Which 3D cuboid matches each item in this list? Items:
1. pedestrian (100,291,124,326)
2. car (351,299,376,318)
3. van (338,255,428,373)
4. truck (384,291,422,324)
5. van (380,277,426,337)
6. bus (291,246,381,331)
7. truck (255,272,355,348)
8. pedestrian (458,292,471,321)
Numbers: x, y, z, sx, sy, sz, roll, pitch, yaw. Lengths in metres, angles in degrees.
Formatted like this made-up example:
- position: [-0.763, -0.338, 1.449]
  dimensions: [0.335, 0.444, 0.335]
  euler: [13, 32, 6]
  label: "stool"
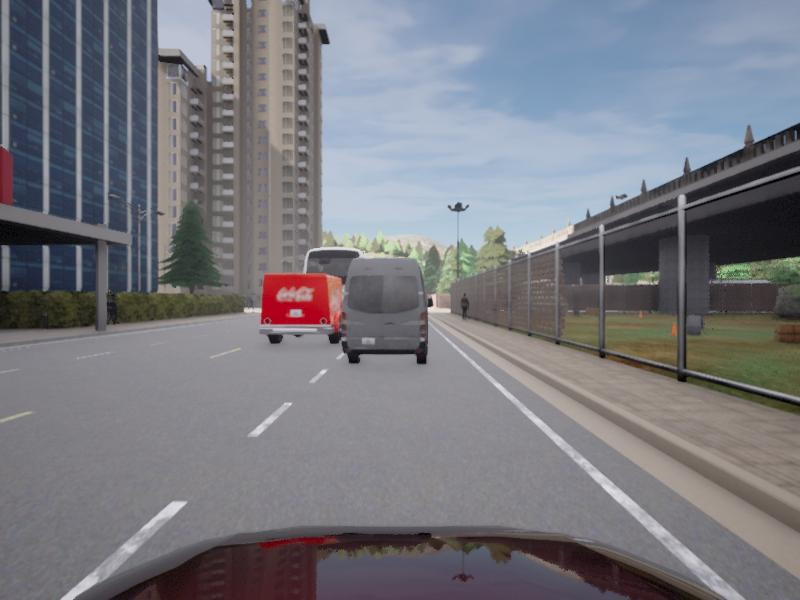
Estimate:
- position: [-15.249, 0.448, 21.201]
  dimensions: [0.751, 1.860, 0.751]
  euler: [0, 0, -1]
  label: "pedestrian"
- position: [-3.216, 0.738, 36.172]
  dimensions: [1.801, 1.575, 5.366]
  euler: [0, 0, 0]
  label: "car"
- position: [-0.175, 0.302, 11.701]
  dimensions: [1.988, 2.561, 5.915]
  euler: [0, 0, 4]
  label: "van"
- position: [0.223, 0.493, 28.490]
  dimensions: [2.390, 2.098, 6.274]
  euler: [0, 0, 0]
  label: "truck"
- position: [0.160, 0.288, 20.072]
  dimensions: [1.988, 2.561, 5.915]
  euler: [0, 0, 0]
  label: "van"
- position: [-3.425, -0.578, 25.143]
  dimensions: [3.944, 4.253, 10.273]
  euler: [0, 0, 0]
  label: "bus"
- position: [-3.378, 0.327, 15.553]
  dimensions: [2.627, 2.467, 5.204]
  euler: [0, 0, 0]
  label: "truck"
- position: [4.197, 0.440, 25.989]
  dimensions: [0.751, 1.860, 0.751]
  euler: [0, 0, 13]
  label: "pedestrian"
